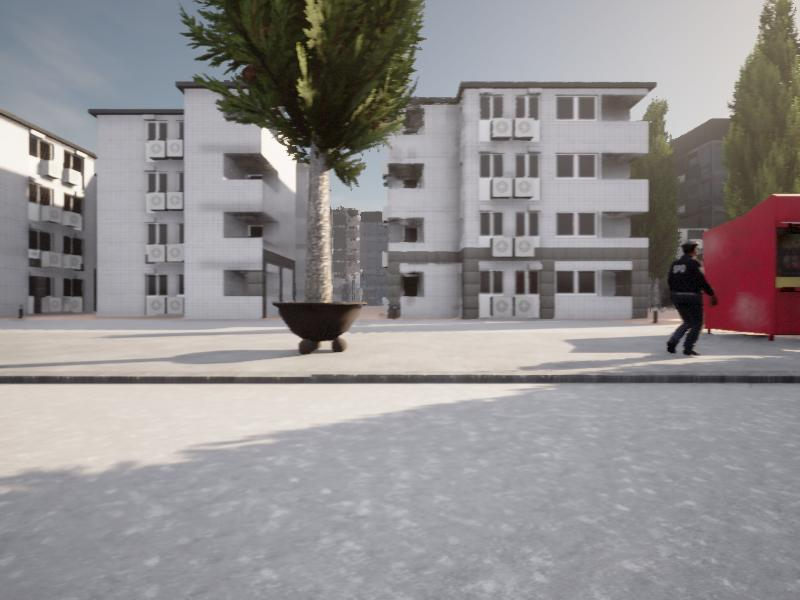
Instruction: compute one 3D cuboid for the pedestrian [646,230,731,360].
[{"bbox_3d":[4.421,-0.069,6.169,0.751,1.860,0.751,0,0,-16],"label":"pedestrian"}]
